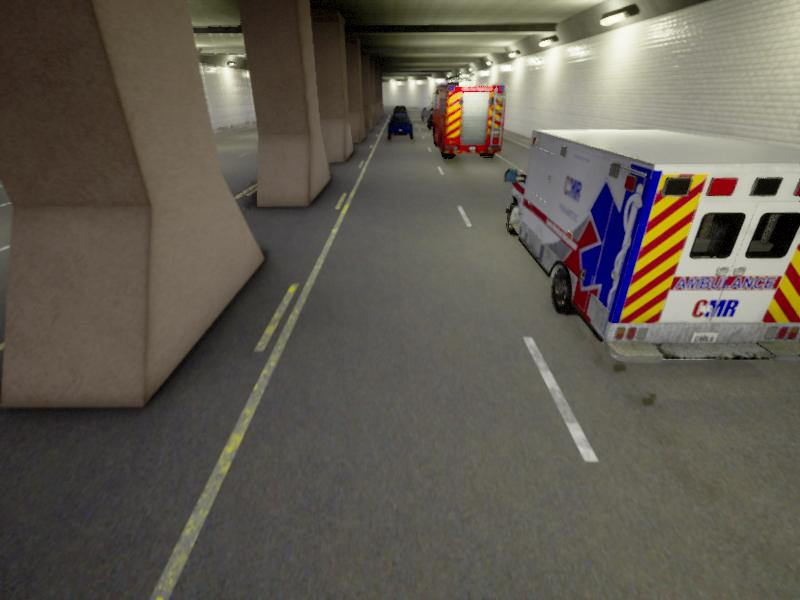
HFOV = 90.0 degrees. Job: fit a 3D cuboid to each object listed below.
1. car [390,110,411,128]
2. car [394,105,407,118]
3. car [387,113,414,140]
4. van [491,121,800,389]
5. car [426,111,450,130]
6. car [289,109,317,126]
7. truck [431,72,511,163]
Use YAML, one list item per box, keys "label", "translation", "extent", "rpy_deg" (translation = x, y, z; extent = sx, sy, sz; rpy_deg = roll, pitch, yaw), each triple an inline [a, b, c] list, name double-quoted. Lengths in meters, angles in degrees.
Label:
- label: "car"
  translation: [0.050, -18.943, 41.705]
  extent: [2.033, 1.411, 5.357]
  rpy_deg: [0, 27, 0]
- label: "car"
  translation: [0.050, -26.783, 56.714]
  extent: [1.882, 1.535, 5.008]
  rpy_deg: [0, 27, 0]
- label: "car"
  translation: [0.036, -13.640, 31.291]
  extent: [1.882, 1.535, 5.008]
  rpy_deg: [0, 27, 0]
- label: "van"
  translation: [3.511, -1.528, 6.857]
  extent: [2.351, 2.431, 6.366]
  rpy_deg: [0, 27, 0]
- label: "car"
  translation: [3.545, -17.174, 38.194]
  extent: [1.812, 1.442, 4.674]
  rpy_deg: [0, 28, 0]
- label: "car"
  translation: [-10.450, -19.857, 43.469]
  extent: [1.837, 1.490, 4.892]
  rpy_deg: [0, 27, 0]
- label: "truck"
  translation: [3.531, -10.387, 22.475]
  extent: [2.891, 3.827, 8.468]
  rpy_deg: [0, 27, 0]
